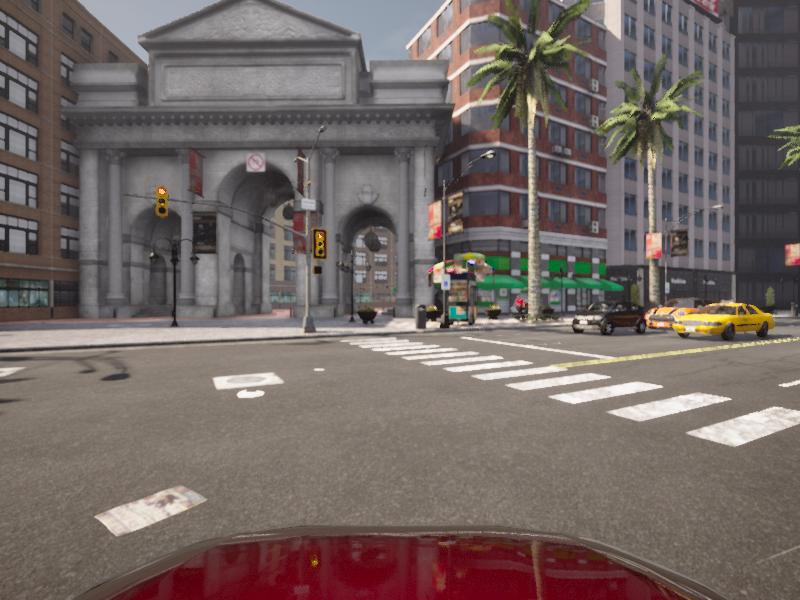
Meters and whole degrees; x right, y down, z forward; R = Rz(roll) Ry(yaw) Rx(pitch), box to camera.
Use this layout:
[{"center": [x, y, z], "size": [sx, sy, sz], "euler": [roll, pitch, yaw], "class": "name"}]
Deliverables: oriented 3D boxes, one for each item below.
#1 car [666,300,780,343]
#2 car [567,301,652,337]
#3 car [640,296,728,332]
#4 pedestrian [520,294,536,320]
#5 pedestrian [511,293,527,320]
[{"center": [13.742, 0.796, 16.941], "size": [5.366, 1.575, 1.801], "euler": [0, 0, -28], "class": "car"}, {"center": [9.877, 0.809, 18.869], "size": [3.705, 1.549, 1.789], "euler": [0, 0, -29], "class": "car"}, {"center": [15.544, 0.688, 21.884], "size": [4.553, 1.767, 2.097], "euler": [0, 0, -28], "class": "car"}, {"center": [9.150, 0.477, 28.594], "size": [0.751, 1.860, 0.751], "euler": [0, 0, -27], "class": "pedestrian"}, {"center": [8.393, 0.477, 28.144], "size": [0.751, 1.860, 0.751], "euler": [0, 0, -28], "class": "pedestrian"}]
